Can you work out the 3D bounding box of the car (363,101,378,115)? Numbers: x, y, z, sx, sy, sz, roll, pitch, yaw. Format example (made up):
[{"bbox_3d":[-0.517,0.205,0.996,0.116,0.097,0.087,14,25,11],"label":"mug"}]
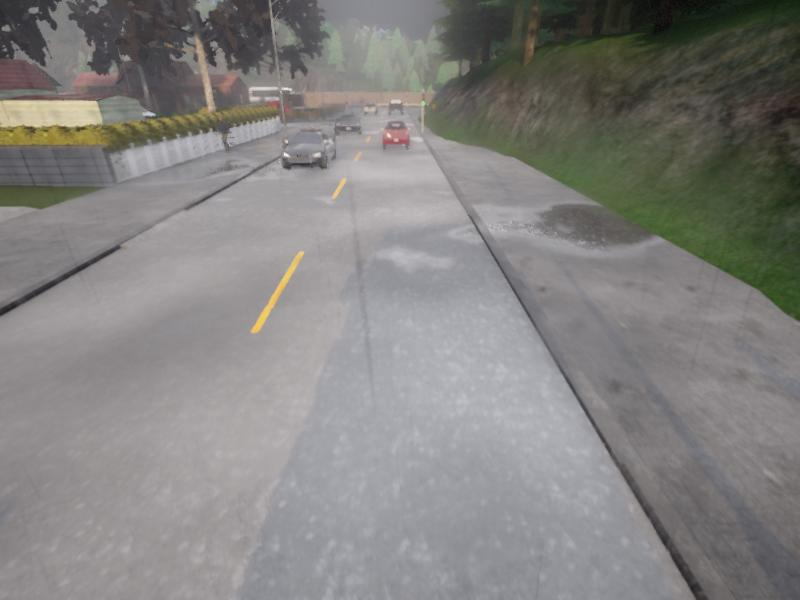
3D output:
[{"bbox_3d":[-4.644,-30.364,63.272,1.932,1.855,4.605,0,27,0],"label":"car"}]

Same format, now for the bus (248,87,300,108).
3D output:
[{"bbox_3d":[-28.754,-46.502,91.928,10.273,4.253,3.944,0,27,0],"label":"bus"}]

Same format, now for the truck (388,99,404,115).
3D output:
[{"bbox_3d":[-0.663,-31.443,65.103,2.390,2.098,6.274,0,27,0],"label":"truck"}]

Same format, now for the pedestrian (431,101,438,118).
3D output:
[{"bbox_3d":[4.333,-24.035,50.497,0.751,1.860,0.751,3,28,6],"label":"pedestrian"}]

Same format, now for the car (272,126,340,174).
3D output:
[{"bbox_3d":[-4.186,-7.145,18.746,2.038,1.542,4.974,0,27,0],"label":"car"}]

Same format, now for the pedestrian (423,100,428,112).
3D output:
[{"bbox_3d":[4.391,-33.845,69.723,0.751,1.860,0.751,6,28,12],"label":"pedestrian"}]

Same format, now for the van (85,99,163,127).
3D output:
[{"bbox_3d":[-28.231,-19.269,41.149,5.915,2.561,1.988,0,27,0],"label":"van"}]

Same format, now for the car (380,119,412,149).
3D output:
[{"bbox_3d":[-0.251,-10.552,25.325,1.845,1.501,3.633,0,27,0],"label":"car"}]

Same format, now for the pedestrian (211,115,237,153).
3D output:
[{"bbox_3d":[-9.612,-9.076,21.850,0.751,1.860,0.751,0,27,1],"label":"pedestrian"}]

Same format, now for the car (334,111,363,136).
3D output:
[{"bbox_3d":[-4.266,-14.959,33.756,2.152,1.651,5.027,-2,27,-4],"label":"car"}]

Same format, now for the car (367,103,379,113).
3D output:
[{"bbox_3d":[-4.715,-33.820,70.361,1.837,1.490,4.892,0,27,0],"label":"car"}]
